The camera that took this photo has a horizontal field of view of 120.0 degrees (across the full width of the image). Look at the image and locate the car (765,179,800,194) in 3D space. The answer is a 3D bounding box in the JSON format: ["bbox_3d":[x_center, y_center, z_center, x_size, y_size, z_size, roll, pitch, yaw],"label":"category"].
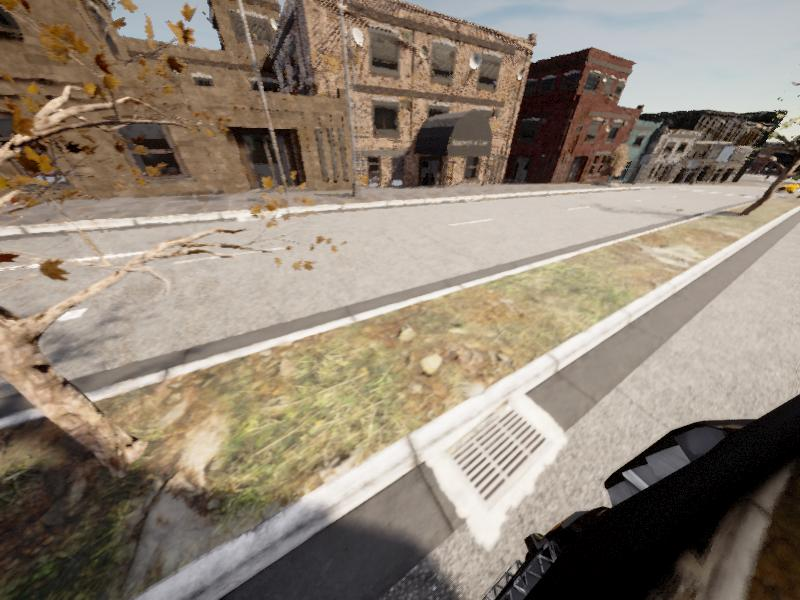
[{"bbox_3d":[55.075,-16.247,33.082,5.008,1.535,1.882,-13,37,-25],"label":"car"}]
